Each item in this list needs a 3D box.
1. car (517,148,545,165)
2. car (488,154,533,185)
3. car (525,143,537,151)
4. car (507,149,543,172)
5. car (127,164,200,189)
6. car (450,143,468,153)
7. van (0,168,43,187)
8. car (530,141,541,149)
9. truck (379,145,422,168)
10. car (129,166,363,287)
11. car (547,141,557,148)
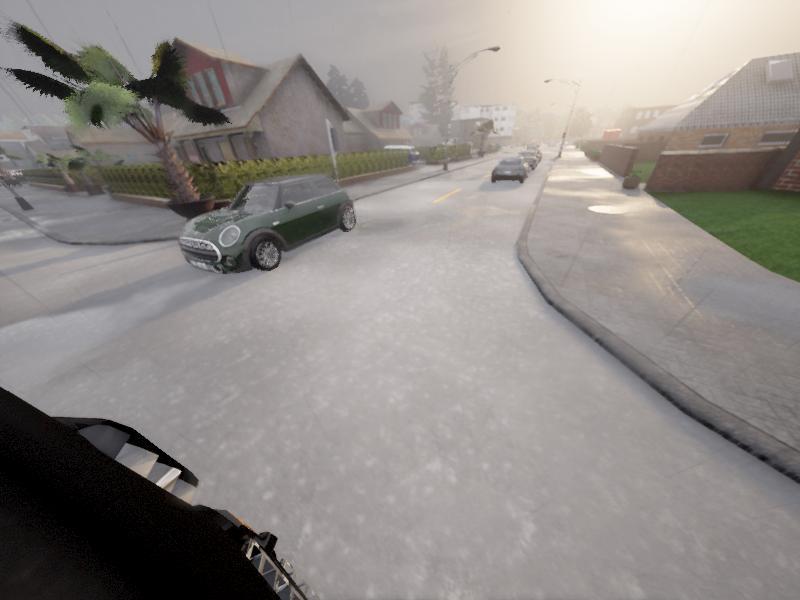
[{"bbox_3d":[14.642,-16.018,25.745,1.895,1.301,4.718,17,38,27],"label":"car"},{"bbox_3d":[7.288,-8.598,15.100,1.994,1.385,4.181,14,37,24],"label":"car"},{"bbox_3d":[32.973,-38.598,58.185,1.994,1.385,4.181,16,38,26],"label":"car"},{"bbox_3d":[11.282,-12.536,20.684,2.033,1.411,5.357,15,38,26],"label":"car"},{"bbox_3d":[-19.808,-10.532,19.580,1.845,1.501,3.633,14,37,24],"label":"car"},{"bbox_3d":[15.015,-38.620,58.693,3.866,1.878,1.905,-16,36,-19],"label":"car"},{"bbox_3d":[-60.271,-19.106,35.989,2.069,2.038,4.480,23,42,34],"label":"van"},{"bbox_3d":[39.932,-45.633,67.988,1.930,1.638,5.238,16,38,26],"label":"car"},{"bbox_3d":[0.063,-17.056,27.358,4.478,2.038,2.069,18,39,24],"label":"truck"},{"bbox_3d":[-3.243,-2.377,6.212,2.097,1.767,4.553,13,37,22],"label":"car"},{"bbox_3d":[47.187,-48.306,71.685,2.152,1.651,5.027,16,38,26],"label":"car"}]
